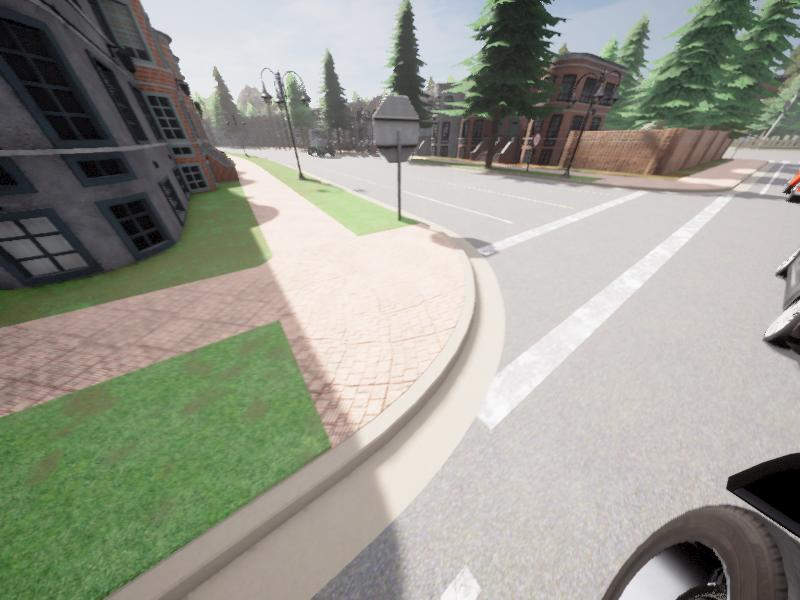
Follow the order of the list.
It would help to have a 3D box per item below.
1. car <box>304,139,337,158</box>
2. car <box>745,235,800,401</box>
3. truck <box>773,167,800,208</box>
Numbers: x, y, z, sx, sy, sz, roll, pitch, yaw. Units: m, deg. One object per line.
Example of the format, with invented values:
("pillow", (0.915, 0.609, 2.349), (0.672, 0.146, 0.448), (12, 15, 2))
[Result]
("car", (-11.069, -21.044, 31.989), (2.150, 2.045, 5.566), (-24, 42, -30))
("car", (6.630, -0.214, 2.736), (5.238, 1.638, 1.930), (-22, 41, -28))
("truck", (17.500, -4.972, 8.677), (5.204, 2.467, 2.627), (-22, 41, -28))
